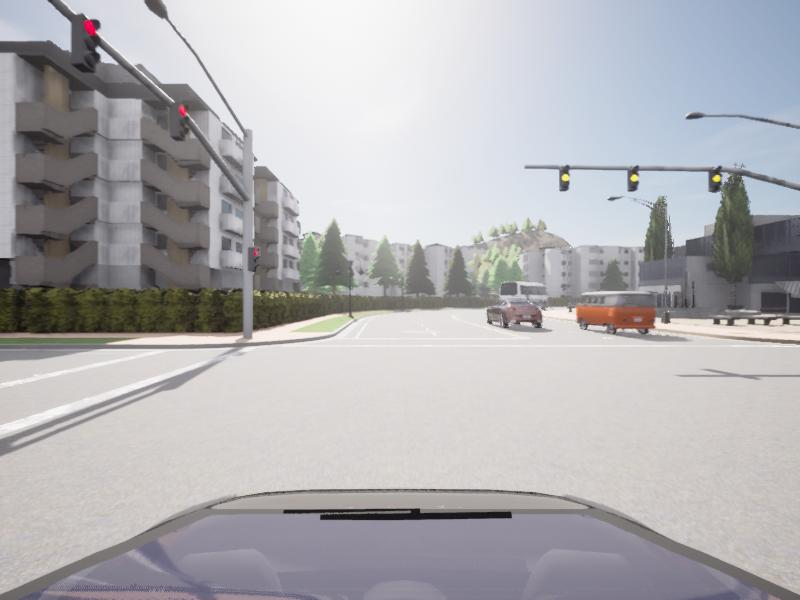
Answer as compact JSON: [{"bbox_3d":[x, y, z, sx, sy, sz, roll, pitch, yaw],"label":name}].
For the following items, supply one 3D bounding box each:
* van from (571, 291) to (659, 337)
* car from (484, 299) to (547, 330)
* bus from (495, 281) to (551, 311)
[{"bbox_3d":[10.272,0.590,19.556,1.775,1.987,4.442,0,0,-2],"label":"van"},{"bbox_3d":[6.632,0.770,23.668,2.152,1.651,5.027,0,0,-2],"label":"car"},{"bbox_3d":[19.135,-0.560,61.655,3.944,4.253,10.273,-1,-1,44],"label":"bus"}]
